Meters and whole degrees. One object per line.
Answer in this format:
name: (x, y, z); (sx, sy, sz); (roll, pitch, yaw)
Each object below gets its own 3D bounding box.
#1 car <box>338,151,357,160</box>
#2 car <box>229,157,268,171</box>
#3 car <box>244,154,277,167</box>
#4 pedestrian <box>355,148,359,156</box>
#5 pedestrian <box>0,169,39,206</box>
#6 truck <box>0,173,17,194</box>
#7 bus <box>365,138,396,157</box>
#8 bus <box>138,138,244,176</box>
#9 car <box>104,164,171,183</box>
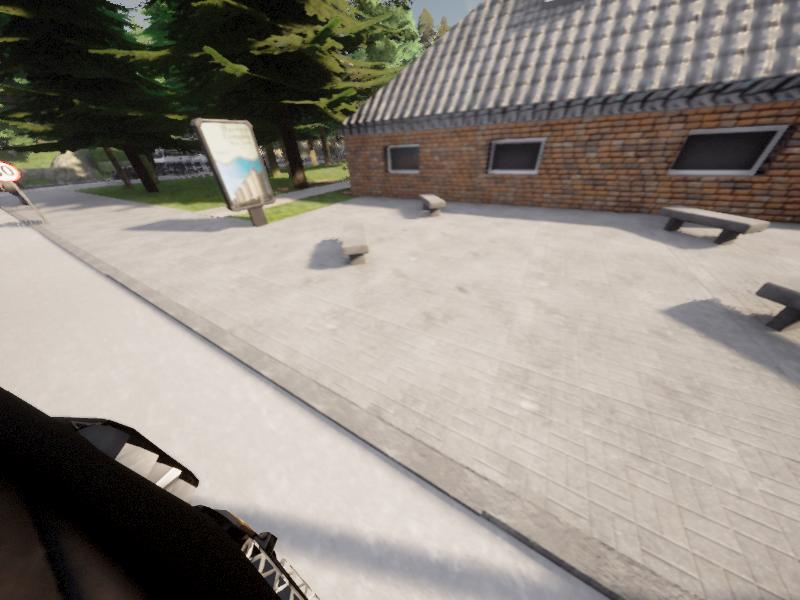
car: (-12.465, -34.316, 54.819); (1.994, 1.385, 4.181); (16, 38, 26)
car: (-24.482, -22.207, 37.588); (1.837, 1.490, 4.892); (16, 39, 26)
car: (-25.598, -25.688, 42.593); (2.097, 1.767, 4.553); (16, 38, 26)
pedestrian: (-12.121, -41.908, 65.328); (0.751, 1.860, 0.751); (-29, 41, -33)
pedestrian: (-23.380, -6.779, 13.937); (0.751, 1.860, 0.751); (-26, 40, -31)
truck: (-38.382, -9.585, 17.754); (2.891, 3.827, 8.468); (-4, 34, 0)
bus: (-5.713, -46.509, 70.272); (3.944, 4.253, 10.273); (16, 38, 26)
bus: (-30.529, -21.620, 34.718); (3.944, 4.253, 10.273); (16, 37, 26)
car: (-31.244, -15.263, 27.753); (1.837, 1.490, 4.892); (15, 37, 25)
